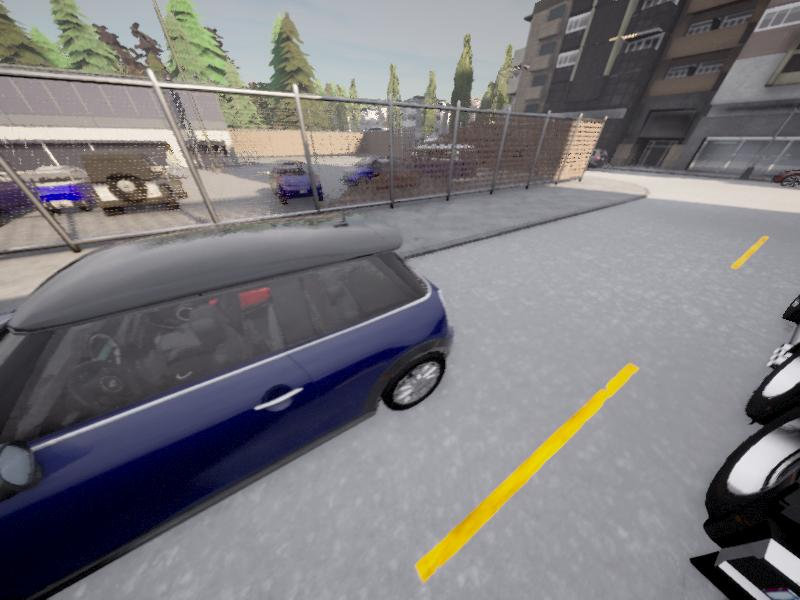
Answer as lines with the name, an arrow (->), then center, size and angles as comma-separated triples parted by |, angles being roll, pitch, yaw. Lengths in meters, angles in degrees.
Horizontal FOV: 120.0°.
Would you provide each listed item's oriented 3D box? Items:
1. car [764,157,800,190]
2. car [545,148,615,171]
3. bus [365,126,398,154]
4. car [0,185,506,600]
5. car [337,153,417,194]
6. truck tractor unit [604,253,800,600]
car -> 24.593, -6.750, 12.600 | 2.163, 1.488, 4.792 | -19, 39, -25
car -> 17.261, -13.786, 22.486 | 2.242, 1.667, 4.611 | -19, 39, -25
bus -> -3.578, -33.345, 48.155 | 3.944, 4.253, 10.273 | 6, 36, 10
car -> -1.724, 0.333, 1.942 | 4.553, 1.767, 2.097 | -19, 39, -25
car -> -1.168, -6.881, 12.407 | 3.705, 1.547, 1.789 | -19, 39, -25
truck tractor unit -> 5.090, -0.321, 0.810 | 6.516, 4.208, 3.053 | -19, 39, -25
